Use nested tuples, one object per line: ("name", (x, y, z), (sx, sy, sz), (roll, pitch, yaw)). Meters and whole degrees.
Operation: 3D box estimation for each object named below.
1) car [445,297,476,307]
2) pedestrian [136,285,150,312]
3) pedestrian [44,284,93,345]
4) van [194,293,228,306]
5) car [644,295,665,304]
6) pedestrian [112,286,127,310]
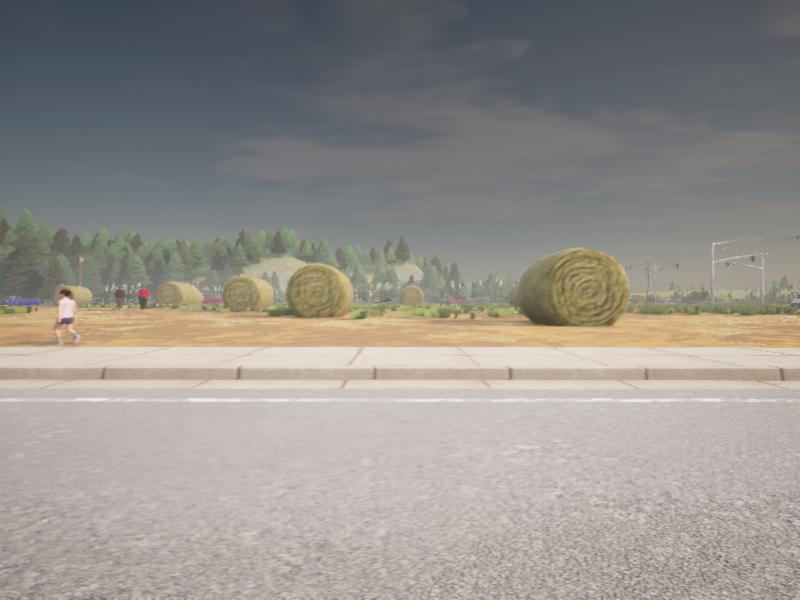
("car", (8.510, 0.262, 56.508), (4.193, 1.474, 1.816), (0, 0, 4))
("pedestrian", (-18.022, -0.134, 28.047), (0.751, 1.860, 0.751), (0, 0, -27))
("pedestrian", (-6.143, 0.258, 7.422), (0.500, 1.100, 0.500), (0, 0, 12))
("van", (-29.533, -0.033, 62.524), (4.442, 1.987, 1.775), (0, 0, 4))
("car", (46.313, -0.128, 72.931), (1.789, 1.549, 3.705), (0, 3, 6))
("pedestrian", (-21.521, -0.138, 30.715), (0.751, 1.860, 0.751), (0, 0, 37))
